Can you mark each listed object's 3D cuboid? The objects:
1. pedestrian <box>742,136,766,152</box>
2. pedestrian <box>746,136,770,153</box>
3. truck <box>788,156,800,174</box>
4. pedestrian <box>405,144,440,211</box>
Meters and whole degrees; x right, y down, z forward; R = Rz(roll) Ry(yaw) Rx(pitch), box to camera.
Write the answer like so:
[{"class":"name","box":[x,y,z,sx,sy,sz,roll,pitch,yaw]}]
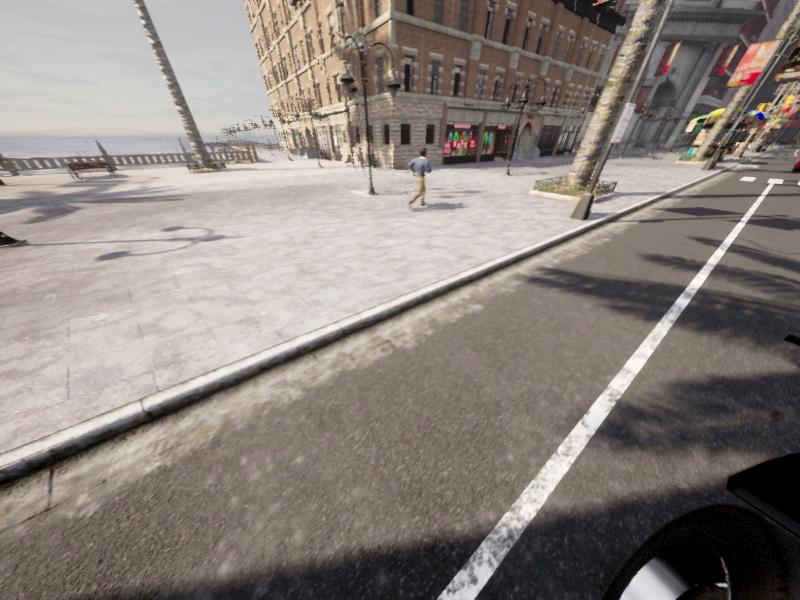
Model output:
[{"class":"pedestrian","box":[50.646,-22.288,33.062,0.751,1.860,0.751,-1,35,-1]},{"class":"pedestrian","box":[50.045,-21.748,32.303,0.751,1.860,0.751,-2,35,-2]},{"class":"truck","box":[31.908,-11.327,16.328,8.468,3.827,2.891,-22,41,-28]},{"class":"pedestrian","box":[0.701,-4.062,7.719,0.751,1.860,0.751,-20,40,-25]}]
